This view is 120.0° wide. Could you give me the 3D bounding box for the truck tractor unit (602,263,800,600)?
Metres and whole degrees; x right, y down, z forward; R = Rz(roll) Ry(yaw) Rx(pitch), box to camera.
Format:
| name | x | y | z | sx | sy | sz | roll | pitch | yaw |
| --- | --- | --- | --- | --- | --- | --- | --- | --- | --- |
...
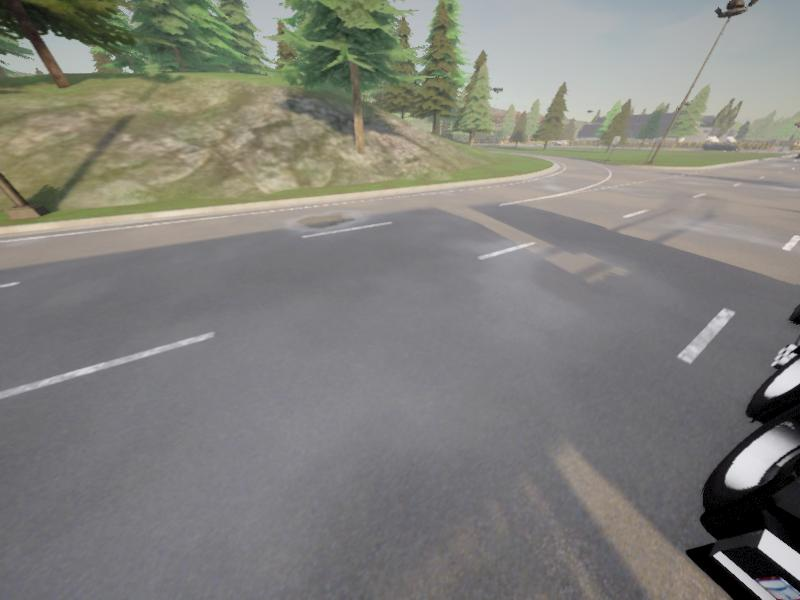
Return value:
| name | x | y | z | sx | sy | sz | roll | pitch | yaw |
| --- | --- | --- | --- | --- | --- | --- | --- | --- | --- |
| truck tractor unit | 5.111 | -0.301 | 0.782 | 6.516 | 4.208 | 3.053 | -18 | 39 | -24 |
